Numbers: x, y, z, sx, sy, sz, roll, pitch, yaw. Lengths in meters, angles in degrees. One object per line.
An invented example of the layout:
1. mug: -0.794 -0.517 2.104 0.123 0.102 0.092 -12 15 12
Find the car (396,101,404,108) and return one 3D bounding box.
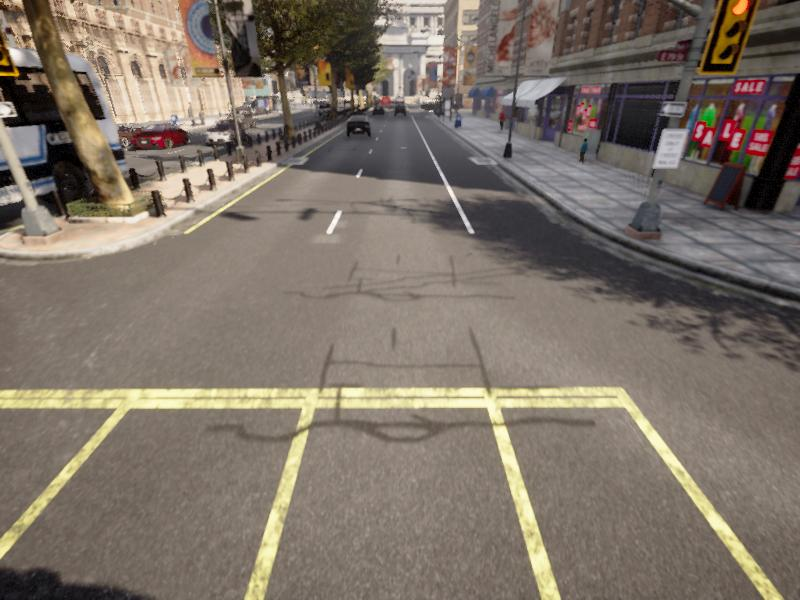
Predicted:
1. car: 0.051 -49.815 101.816 2.128 1.511 4.902 0 27 0

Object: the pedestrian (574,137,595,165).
1. pedestrian: 8.346 -6.764 18.159 0.500 1.100 0.500 -1 27 -2

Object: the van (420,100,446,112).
1. van: 6.304 -37.395 77.032 4.480 2.038 2.069 10 29 18

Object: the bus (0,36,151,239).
1. bus: -11.371 -3.887 9.527 3.944 4.253 10.273 0 27 0

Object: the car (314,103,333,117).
1. car: -11.513 -28.770 60.461 1.932 1.855 4.605 0 27 0

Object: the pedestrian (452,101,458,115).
1. pedestrian: 8.589 -30.027 62.525 0.751 1.860 0.751 -2 27 -3

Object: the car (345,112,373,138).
1. car: -3.308 -14.473 32.936 1.930 1.638 5.238 -1 27 -2

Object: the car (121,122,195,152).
1. car: -14.983 -10.284 25.100 1.994 1.385 4.181 0 27 0

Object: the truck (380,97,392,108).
1. truck: -3.450 -48.838 98.797 2.627 2.467 5.204 0 27 0

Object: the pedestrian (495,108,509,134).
1. pedestrian: 8.058 -14.125 31.630 0.751 1.860 0.751 0 27 1

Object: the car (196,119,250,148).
1. car: -11.534 -11.048 26.408 1.845 1.501 3.633 0 27 0

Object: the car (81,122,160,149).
1. car: -18.234 -10.932 26.431 1.895 1.301 4.718 0 27 0

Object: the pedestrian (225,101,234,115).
1. pedestrian: -26.285 -29.622 61.757 0.751 1.860 0.751 5 28 10

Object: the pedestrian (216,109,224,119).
1. pedestrian: -23.098 -23.843 51.357 0.500 1.100 0.500 2 27 3

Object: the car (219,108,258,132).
1. car: -14.981 -16.880 37.348 1.905 1.878 3.866 0 27 0

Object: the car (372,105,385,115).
1. car: -3.465 -30.995 65.217 1.970 1.475 3.806 0 27 0

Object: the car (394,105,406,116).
1. car: 0.033 -29.595 62.470 1.837 1.490 4.892 0 26 0
